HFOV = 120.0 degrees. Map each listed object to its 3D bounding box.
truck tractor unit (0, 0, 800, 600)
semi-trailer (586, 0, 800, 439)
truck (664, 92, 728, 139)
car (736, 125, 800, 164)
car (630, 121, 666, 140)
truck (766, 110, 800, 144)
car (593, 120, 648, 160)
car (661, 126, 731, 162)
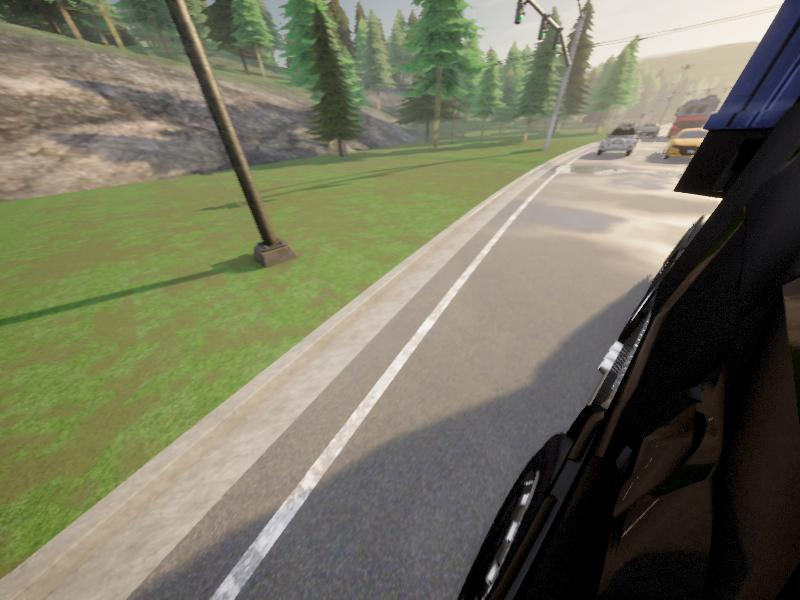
[{"bbox_3d":[2.645,-0.295,0.352,6.516,4.208,3.053,-28,44,-30],"label":"truck tractor unit"},{"bbox_3d":[9.754,-2.529,2.730,14.254,4.402,2.717,-14,37,-14],"label":"semi-trailer"},{"bbox_3d":[34.723,-21.535,27.236,8.468,3.827,2.891,-31,45,-33],"label":"truck"},{"bbox_3d":[20.942,-8.632,12.719,1.816,1.474,4.193,26,45,33],"label":"car"},{"bbox_3d":[31.275,-21.427,29.159,5.027,1.651,2.152,-31,45,-33],"label":"car"},{"bbox_3d":[33.777,-14.422,19.165,6.274,2.098,2.390,-32,46,-33],"label":"truck"},{"bbox_3d":[16.086,-11.714,16.822,1.932,1.855,4.605,26,48,33],"label":"car"},{"bbox_3d":[18.126,-9.823,14.449,1.882,1.535,5.008,26,45,33],"label":"car"}]
